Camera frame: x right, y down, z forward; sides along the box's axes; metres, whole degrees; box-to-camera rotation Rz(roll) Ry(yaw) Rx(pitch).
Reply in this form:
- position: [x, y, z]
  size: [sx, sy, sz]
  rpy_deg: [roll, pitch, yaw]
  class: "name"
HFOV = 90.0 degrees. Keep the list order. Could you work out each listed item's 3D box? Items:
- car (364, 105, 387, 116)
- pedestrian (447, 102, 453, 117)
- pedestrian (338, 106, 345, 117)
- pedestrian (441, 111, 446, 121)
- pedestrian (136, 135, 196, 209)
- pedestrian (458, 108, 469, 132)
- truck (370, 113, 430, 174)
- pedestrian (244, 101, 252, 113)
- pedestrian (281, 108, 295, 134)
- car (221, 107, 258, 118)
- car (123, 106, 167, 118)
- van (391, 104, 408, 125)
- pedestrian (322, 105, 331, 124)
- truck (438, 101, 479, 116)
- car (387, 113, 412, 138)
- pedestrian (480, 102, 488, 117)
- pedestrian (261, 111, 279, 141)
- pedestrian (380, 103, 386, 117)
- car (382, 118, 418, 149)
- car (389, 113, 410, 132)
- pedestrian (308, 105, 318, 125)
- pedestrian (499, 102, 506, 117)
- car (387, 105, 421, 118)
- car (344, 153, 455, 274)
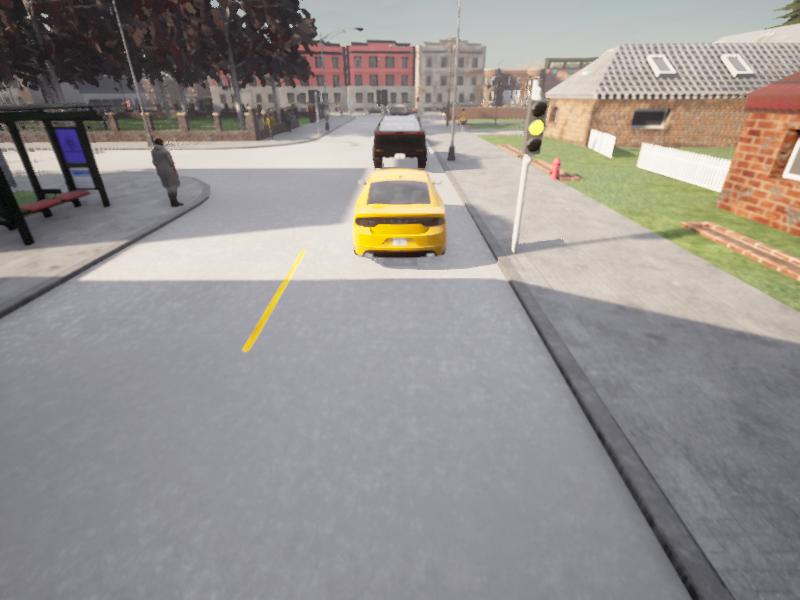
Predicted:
- position: [-4.058, -31.382, 66.274]
  size: [3.705, 1.549, 1.789]
  rpy_deg: [0, 27, 0]
  class: "car"
- position: [7.122, -27.122, 56.868]
  size: [0.751, 1.860, 0.751]
  rpy_deg: [0, 27, 1]
  class: "pedestrian"
- position: [-8.432, -27.193, 57.708]
  size: [0.751, 1.300, 0.751]
  rpy_deg: [10, 29, 18]
  class: "pedestrian"
- position: [5.195, -22.009, 47.771]
  size: [0.500, 1.100, 0.500]
  rpy_deg: [-1, 27, -2]
  class: "pedestrian"
- position: [-6.567, -3.607, 11.288]
  size: [0.751, 1.860, 0.751]
  rpy_deg: [11, 29, 21]
  class: "pedestrian"
- position: [5.306, -15.106, 33.568]
  size: [0.751, 1.860, 0.751]
  rpy_deg: [1, 27, 2]
  class: "pedestrian"
- position: [-0.011, -7.677, 19.199]
  size: [2.390, 2.098, 6.274]
  rpy_deg: [0, 27, 0]
  class: "truck"
- position: [-26.501, -33.571, 69.570]
  size: [0.751, 1.860, 0.751]
  rpy_deg: [2, 27, 4]
  class: "pedestrian"
- position: [-9.160, -14.595, 32.659]
  size: [0.751, 1.860, 0.751]
  rpy_deg: [-1, 27, -2]
  class: "pedestrian"
- position: [-25.128, -29.435, 62.752]
  size: [4.902, 1.511, 2.128]
  rpy_deg: [0, 27, 0]
  class: "car"
- position: [-39.894, -29.482, 62.710]
  size: [5.238, 1.638, 1.930]
  rpy_deg: [0, 27, 0]
  class: "car"
- position: [-0.021, -20.733, 44.657]
  size: [1.775, 1.987, 4.442]
  rpy_deg: [0, 27, 0]
  class: "van"
- position: [-8.095, -20.507, 44.121]
  size: [0.751, 1.860, 0.751]
  rpy_deg: [1, 27, 3]
  class: "pedestrian"
- position: [9.619, -31.657, 66.149]
  size: [6.274, 2.098, 2.390]
  rpy_deg: [0, 27, 0]
  class: "truck"
- position: [-0.014, -14.106, 32.215]
  size: [1.851, 1.617, 3.988]
  rpy_deg: [0, 27, 0]
  class: "car"
- position: [11.575, -26.365, 55.374]
  size: [0.751, 1.860, 0.751]
  rpy_deg: [-1, 27, -1]
  class: "pedestrian"
- position: [-8.894, -11.932, 27.492]
  size: [0.751, 1.860, 0.751]
  rpy_deg: [0, 27, 0]
  class: "pedestrian"
- position: [-2.407, -27.293, 57.483]
  size: [0.751, 1.860, 0.751]
  rpy_deg: [3, 27, 7]
  class: "pedestrian"
- position: [-0.013, -11.004, 26.301]
  size: [2.128, 1.511, 4.902]
  rpy_deg: [0, 27, 0]
  class: "car"
- position: [-0.025, -16.898, 37.971]
  size: [1.895, 1.301, 4.718]
  rpy_deg: [0, 27, 0]
  class: "car"
- position: [-9.280, -19.698, 42.559]
  size: [0.751, 1.860, 0.751]
  rpy_deg: [0, 27, 0]
  class: "pedestrian"
- position: [14.523, -27.018, 56.626]
  size: [0.751, 1.860, 0.751]
  rpy_deg: [4, 28, 8]
  class: "pedestrian"
- position: [0.648, -31.076, 65.906]
  size: [5.027, 1.651, 2.152]
  rpy_deg: [-9, 29, -17]
  class: "car"
- position: [-0.005, -2.310, 9.404]
  size: [1.882, 1.535, 5.008]
  rpy_deg: [0, 27, 0]
  class: "car"
